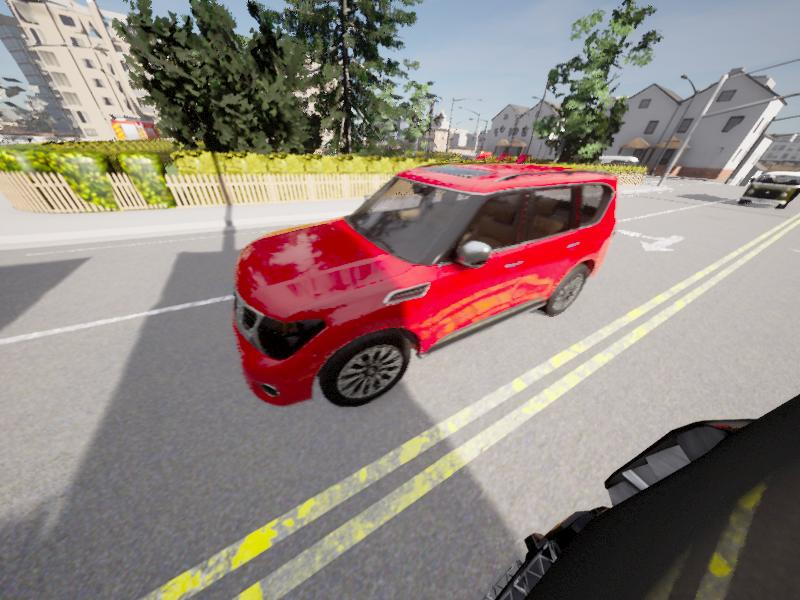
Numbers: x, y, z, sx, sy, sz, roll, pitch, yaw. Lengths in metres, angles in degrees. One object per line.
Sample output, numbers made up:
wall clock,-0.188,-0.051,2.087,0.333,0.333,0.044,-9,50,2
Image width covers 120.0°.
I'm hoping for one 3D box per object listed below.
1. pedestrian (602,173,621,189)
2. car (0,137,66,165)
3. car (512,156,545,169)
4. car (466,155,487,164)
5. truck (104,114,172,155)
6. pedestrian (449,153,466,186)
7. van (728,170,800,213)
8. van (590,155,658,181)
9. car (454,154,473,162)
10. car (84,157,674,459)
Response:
pedestrian,16.552,-9.299,18.082,0.500,1.100,0.500,-10,35,-18
car,-26.908,-10.890,16.841,1.789,1.549,3.705,-22,41,-33
car,23.372,-25.152,42.220,1.932,1.855,4.605,-15,37,-25
car,17.129,-31.520,51.794,1.994,1.385,4.181,-14,37,-24
truck,-33.963,-21.725,30.583,2.891,3.827,8.468,-15,37,-25
pedestrian,3.889,-8.928,15.802,0.751,1.860,0.751,5,33,2
van,23.835,-6.999,14.664,4.480,2.038,2.069,-15,38,-25
van,30.348,-18.194,31.670,1.988,2.561,5.915,-14,37,-25
car,16.123,-36.446,59.090,1.812,1.442,4.674,-15,37,-25
car,0.770,-0.748,3.316,5.566,2.045,2.150,-16,38,-25
